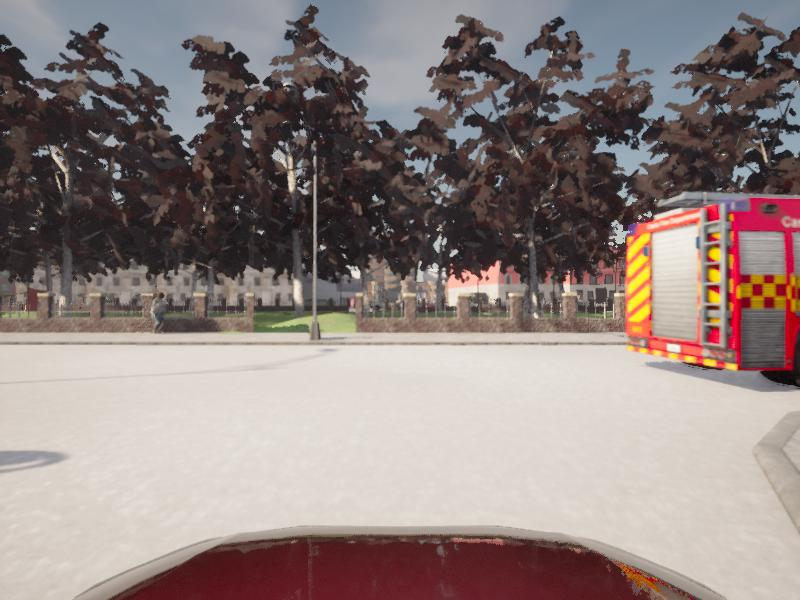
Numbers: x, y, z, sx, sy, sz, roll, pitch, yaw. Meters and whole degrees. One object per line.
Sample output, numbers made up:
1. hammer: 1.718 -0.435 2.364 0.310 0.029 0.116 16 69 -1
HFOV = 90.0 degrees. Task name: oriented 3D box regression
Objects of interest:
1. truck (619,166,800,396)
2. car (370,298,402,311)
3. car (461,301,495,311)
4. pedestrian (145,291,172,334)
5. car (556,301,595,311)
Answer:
1. truck: 9.577 -0.318 8.535 8.468 3.827 2.891 0 0 -6
2. car: -1.997 0.675 57.479 4.605 1.855 1.932 0 0 0
3. car: 11.204 0.851 57.435 4.514 1.525 2.007 0 0 0
4. pedestrian: -10.591 0.540 17.574 0.751 1.860 0.751 0 0 0
5. car: 25.128 0.867 57.388 4.892 1.490 1.837 0 0 -1
